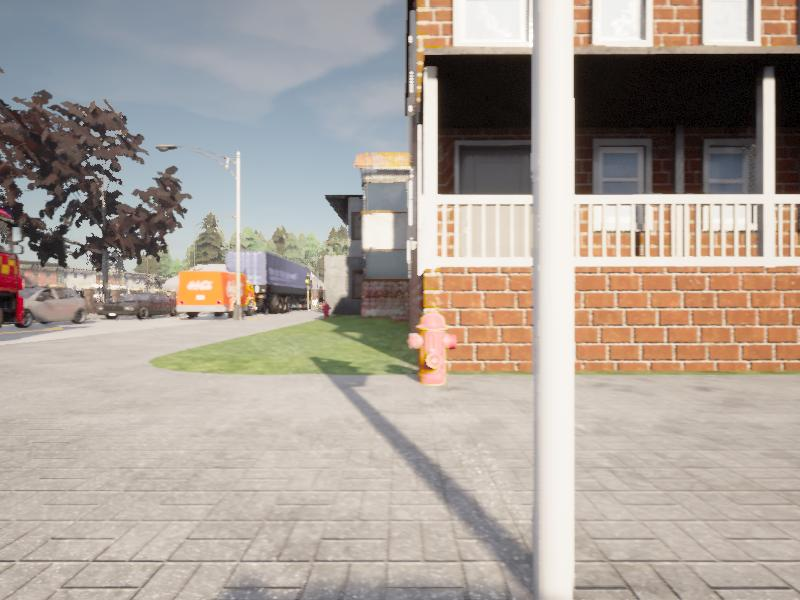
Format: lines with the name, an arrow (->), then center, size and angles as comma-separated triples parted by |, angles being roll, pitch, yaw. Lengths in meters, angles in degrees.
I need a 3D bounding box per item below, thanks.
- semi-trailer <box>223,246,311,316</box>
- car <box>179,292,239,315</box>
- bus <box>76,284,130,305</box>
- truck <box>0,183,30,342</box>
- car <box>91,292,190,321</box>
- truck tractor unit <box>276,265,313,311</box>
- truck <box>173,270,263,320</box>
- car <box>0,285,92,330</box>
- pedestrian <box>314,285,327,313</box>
semi-trailer -> -9.966, -1.203, 32.360 | 2.717, 4.402, 14.254 | 0, 0, -2
car -> -13.807, 0.222, 29.392 | 1.801, 1.575, 5.366 | 0, 0, 1
bus -> -62.907, -1.072, 85.262 | 3.944, 4.253, 10.273 | 0, 0, 0
truck -> -10.303, -0.906, 6.296 | 2.891, 3.827, 8.468 | 0, 0, -14
car -> -13.954, 0.316, 22.036 | 2.033, 1.411, 5.357 | 0, 0, 0
truck tractor unit -> -10.483, -1.107, 40.239 | 3.053, 4.208, 6.516 | 0, 0, -10
truck -> -9.905, -0.229, 22.400 | 2.627, 2.467, 5.204 | 0, 0, 0
car -> -14.084, 0.248, 15.326 | 1.845, 1.501, 3.633 | 0, 0, -1
pedestrian -> -5.479, -0.067, 27.754 | 0.751, 1.860, 0.751 | 0, 0, 0
